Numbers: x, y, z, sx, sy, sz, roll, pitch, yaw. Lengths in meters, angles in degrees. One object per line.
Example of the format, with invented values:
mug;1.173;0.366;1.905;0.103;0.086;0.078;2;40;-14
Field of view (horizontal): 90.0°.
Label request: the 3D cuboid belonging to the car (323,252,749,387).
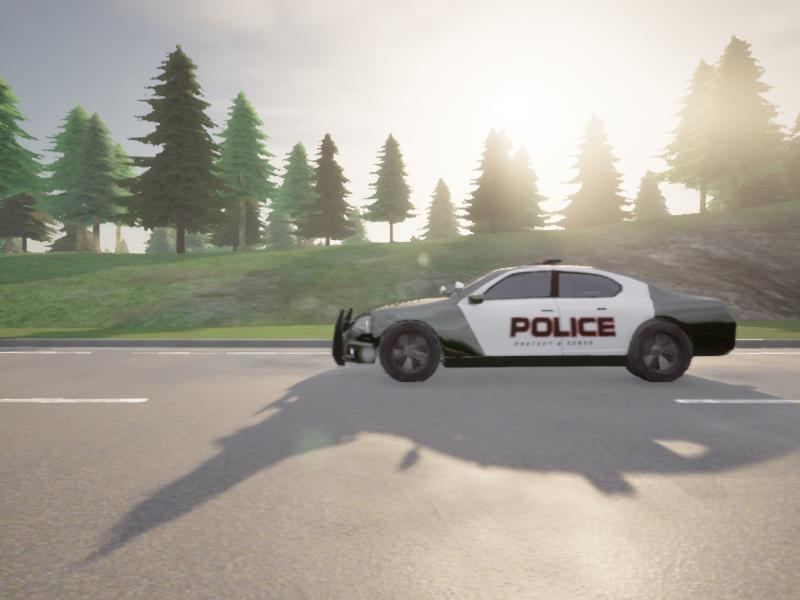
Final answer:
car;1.593;0.223;5.699;4.974;1.542;2.038;0;0;0
